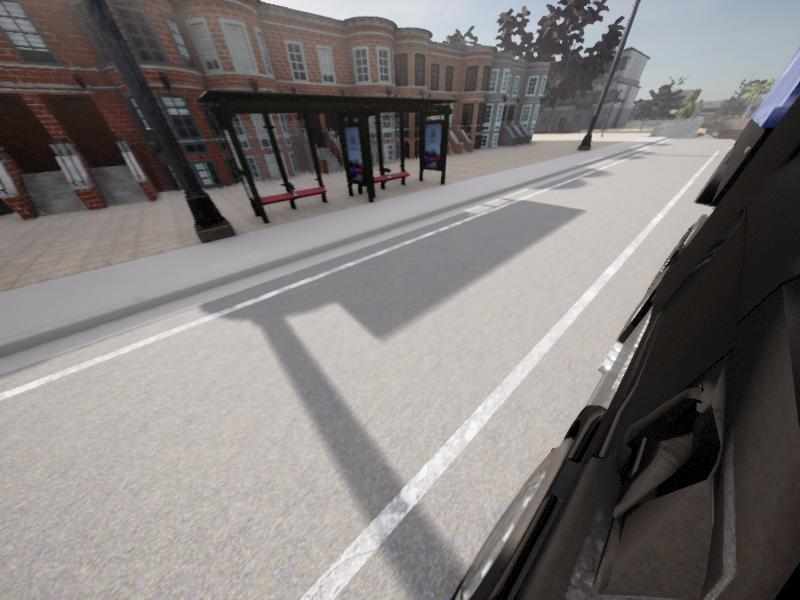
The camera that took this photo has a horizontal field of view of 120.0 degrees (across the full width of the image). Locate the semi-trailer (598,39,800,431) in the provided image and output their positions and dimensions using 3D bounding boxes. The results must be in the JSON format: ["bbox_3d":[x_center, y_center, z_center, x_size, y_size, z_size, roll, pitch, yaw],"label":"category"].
[{"bbox_3d":[8.673,-3.621,4.256,14.254,4.402,2.717,-28,44,-30],"label":"semi-trailer"}]

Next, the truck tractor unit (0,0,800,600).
[{"bbox_3d":[2.645,-0.295,0.352,6.516,4.208,3.053,-28,44,-30],"label":"truck tractor unit"}]
